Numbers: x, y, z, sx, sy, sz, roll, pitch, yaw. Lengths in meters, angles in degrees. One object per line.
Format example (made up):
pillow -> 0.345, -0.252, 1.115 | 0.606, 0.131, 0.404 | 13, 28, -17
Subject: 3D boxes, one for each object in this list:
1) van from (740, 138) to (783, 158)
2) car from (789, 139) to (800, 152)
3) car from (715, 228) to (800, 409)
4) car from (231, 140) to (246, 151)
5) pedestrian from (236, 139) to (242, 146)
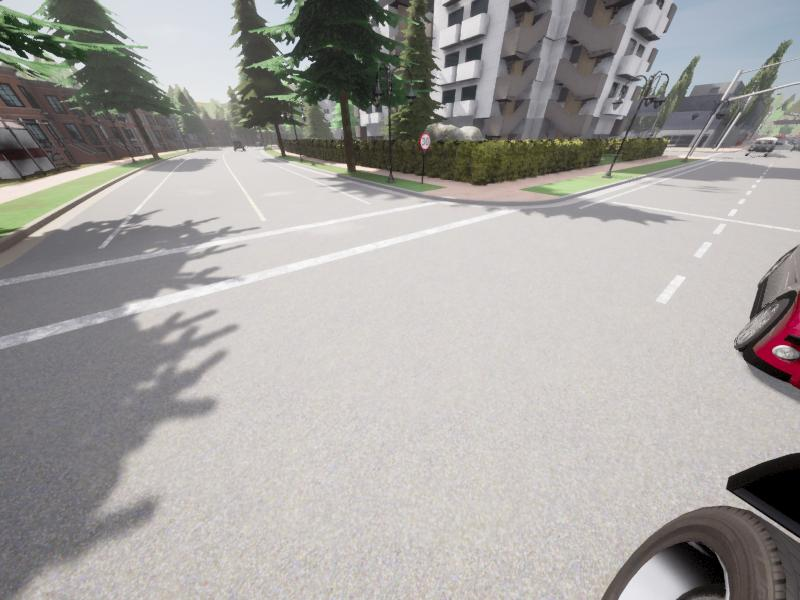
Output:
van -> 45.904, -19.360, 29.316 | 4.480, 2.038, 2.069 | -23, 41, -28
car -> 67.908, -25.943, 38.728 | 4.553, 1.767, 2.097 | -23, 41, -28
car -> 5.839, 0.058, 2.531 | 3.806, 1.475, 1.970 | -22, 41, -28
car -> -34.181, -32.766, 48.968 | 1.905, 1.878, 3.866 | -16, 38, -21
pedestrian -> -53.487, -52.569, 76.932 | 0.751, 1.860, 0.751 | 3, 35, 4
